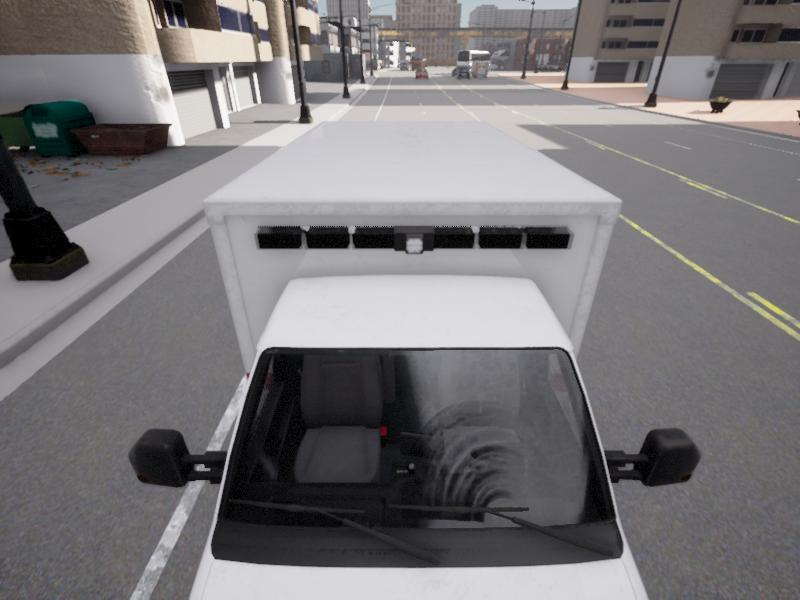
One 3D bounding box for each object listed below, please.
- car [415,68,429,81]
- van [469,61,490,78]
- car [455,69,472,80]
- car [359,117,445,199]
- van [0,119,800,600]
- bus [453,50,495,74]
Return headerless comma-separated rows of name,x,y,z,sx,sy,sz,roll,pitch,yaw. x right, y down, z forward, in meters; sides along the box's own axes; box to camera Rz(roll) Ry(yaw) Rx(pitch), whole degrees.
car,3.720,-38.384,67.972,2.242,1.667,4.611,0,32,0
van,14.233,-41.544,72.119,2.351,2.431,6.366,0,32,0
car,10.719,-38.154,67.659,2.128,1.511,4.902,0,32,0
car,0.058,-4.583,12.423,2.128,1.511,4.902,0,30,0
van,0.063,0.017,3.613,2.351,2.431,6.366,0,30,0
bus,15.828,-50.706,85.257,3.944,4.253,10.273,21,37,31
